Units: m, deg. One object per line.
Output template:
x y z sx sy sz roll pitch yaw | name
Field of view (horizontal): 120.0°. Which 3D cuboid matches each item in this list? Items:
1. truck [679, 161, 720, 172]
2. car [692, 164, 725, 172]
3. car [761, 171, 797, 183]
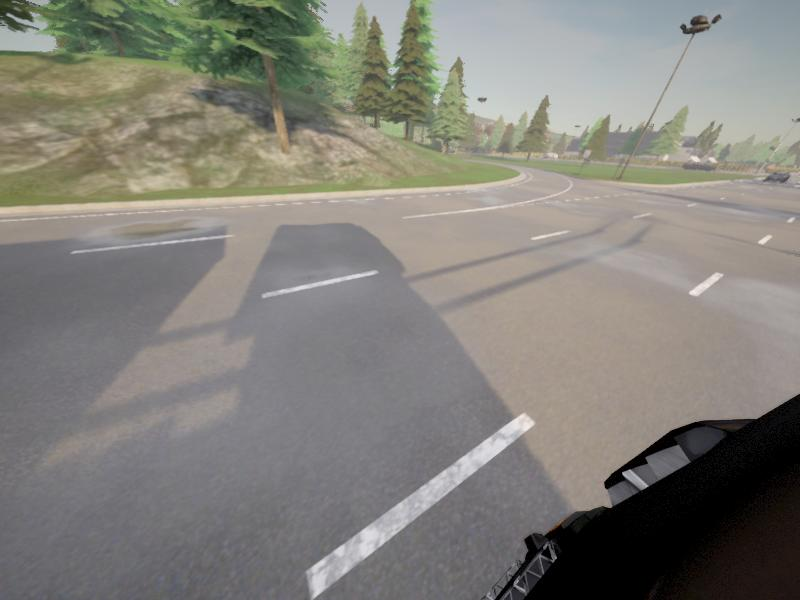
81.864 -36.518 63.233 2.390 2.098 6.274 -16 38 -26 | truck
85.467 -36.611 64.092 2.152 1.651 5.027 -16 38 -26 | car
60.102 -19.532 36.616 4.902 1.511 2.128 -16 38 -26 | car
